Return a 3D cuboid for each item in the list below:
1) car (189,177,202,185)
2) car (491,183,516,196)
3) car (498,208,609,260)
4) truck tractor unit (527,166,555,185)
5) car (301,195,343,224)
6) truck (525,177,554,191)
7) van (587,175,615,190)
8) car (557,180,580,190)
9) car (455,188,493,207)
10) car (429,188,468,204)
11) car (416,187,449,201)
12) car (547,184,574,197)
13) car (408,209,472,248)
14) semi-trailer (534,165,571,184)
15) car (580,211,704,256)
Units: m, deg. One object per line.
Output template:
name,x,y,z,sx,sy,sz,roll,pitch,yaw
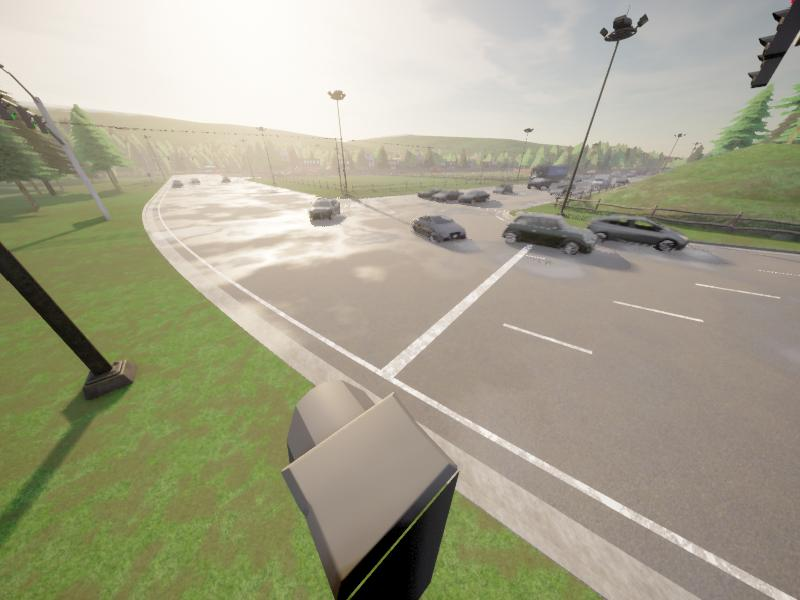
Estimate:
car,-54.624,-31.814,61.665,2.128,1.511,4.902,-22,37,-33
car,17.130,-18.385,38.243,3.988,1.617,1.851,-23,37,-34
car,8.353,-3.906,12.977,4.553,1.767,2.097,24,37,36
truck tractor unit,36.149,-32.076,59.343,6.516,4.208,3.053,-22,37,-34
car,-6.694,-8.158,20.495,1.930,1.638,5.238,-1,30,0
truck,27.704,-23.022,45.784,6.274,2.098,2.390,-22,37,-34
van,42.031,-24.627,48.233,6.366,2.431,2.351,-23,37,-34
car,33.937,-23.171,46.498,5.238,1.638,1.930,-23,37,-34
car,9.179,-12.679,28.429,5.008,1.535,1.882,-24,38,-35
car,6.395,-13.727,30.389,5.357,1.411,2.033,-24,38,-35
car,4.654,-15.280,33.176,4.718,1.301,1.895,-23,37,-34
car,25.134,-17.176,36.148,3.988,1.617,1.851,-23,37,-34
car,2.365,-4.761,14.883,1.994,1.385,4.181,-13,33,-22
semi-trailer,42.210,-34.705,63.701,14.254,4.402,2.717,-23,37,-34
car,13.488,-4.000,13.408,4.514,1.525,2.007,20,35,30
